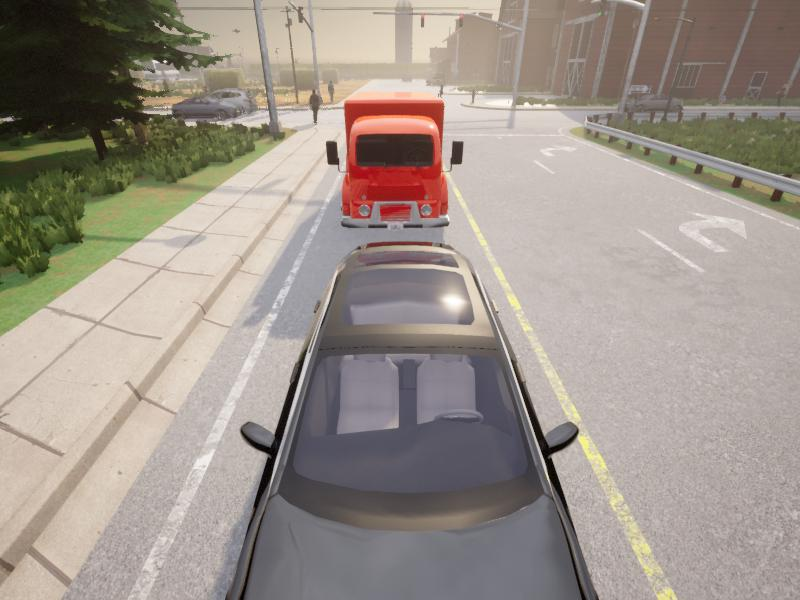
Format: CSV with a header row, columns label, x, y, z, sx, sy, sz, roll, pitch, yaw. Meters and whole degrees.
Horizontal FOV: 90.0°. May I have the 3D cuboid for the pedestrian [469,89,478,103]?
label,x,y,z,sx,sy,sz,roll,pitch,yaw
pedestrian,6.631,-18.383,36.074,0.500,1.100,0.500,-19,35,-29

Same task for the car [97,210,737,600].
label,x,y,z,sx,sy,sz,roll,pitch,yaw
car,0.059,0.761,3.240,2.128,1.511,4.902,0,30,0

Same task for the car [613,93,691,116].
label,x,y,z,sx,sy,sz,roll,pitch,yaw
car,18.379,-14.348,29.307,4.181,1.385,1.994,0,30,0

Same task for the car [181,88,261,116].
label,x,y,z,sx,sy,sz,roll,pitch,yaw
car,-12.937,-14.501,29.252,4.611,1.667,2.242,0,30,0

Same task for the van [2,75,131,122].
label,x,y,z,sx,sy,sz,roll,pitch,yaw
van,-21.431,-13.102,25.992,5.915,2.561,1.988,0,30,0

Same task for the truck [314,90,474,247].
label,x,y,z,sx,sy,sz,roll,pitch,yaw
truck,-0.135,-3.420,9.425,2.627,2.467,5.204,-1,30,-1

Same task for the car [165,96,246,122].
label,x,y,z,sx,sy,sz,roll,pitch,yaw
car,-12.672,-12.597,26.292,4.181,1.385,1.994,0,30,0

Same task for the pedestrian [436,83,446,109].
label,x,y,z,sx,sy,sz,roll,pitch,yaw
pedestrian,3.410,-16.907,33.095,0.751,1.860,0.751,3,30,5

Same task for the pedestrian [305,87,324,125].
label,x,y,z,sx,sy,sz,roll,pitch,yaw
pedestrian,-4.809,-10.943,22.607,0.751,1.860,0.751,-2,30,-3

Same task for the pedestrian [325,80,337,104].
label,x,y,z,sx,sy,sz,roll,pitch,yaw
pedestrian,-6.056,-18.403,35.356,0.751,1.860,0.751,-10,32,-17

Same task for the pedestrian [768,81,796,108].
label,x,y,z,sx,sy,sz,roll,pitch,yaw
pedestrian,30.976,-16.658,32.433,0.751,1.860,0.751,1,30,1

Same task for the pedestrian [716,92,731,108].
label,x,y,z,sx,sy,sz,roll,pitch,yaw
pedestrian,26.136,-16.152,32.316,0.500,1.100,0.500,4,31,7

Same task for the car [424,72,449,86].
label,x,y,z,sx,sy,sz,roll,pitch,yaw
car,6.304,-37.972,68.883,1.905,1.878,3.866,-31,40,-33
